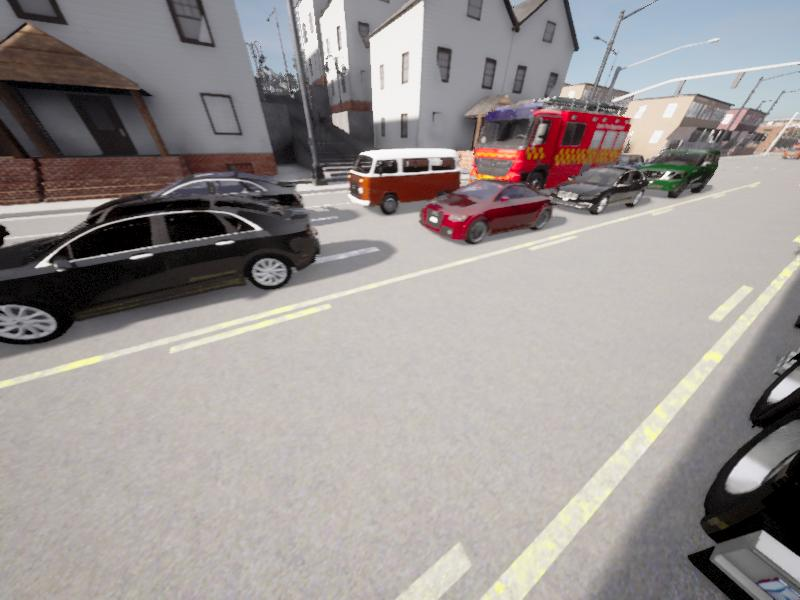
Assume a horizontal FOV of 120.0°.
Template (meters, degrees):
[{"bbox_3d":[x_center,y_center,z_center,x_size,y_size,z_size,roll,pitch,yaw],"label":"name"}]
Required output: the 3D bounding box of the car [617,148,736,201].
[{"bbox_3d":[14.904,-6.938,12.501,5.566,2.045,2.150,-17,39,-24],"label":"car"}]

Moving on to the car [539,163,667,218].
[{"bbox_3d":[8.467,-4.718,9.677,4.892,1.490,1.837,-17,39,-24],"label":"car"}]

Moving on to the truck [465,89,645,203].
[{"bbox_3d":[7.908,-7.787,12.043,8.468,3.827,2.891,-17,39,-24],"label":"truck"}]

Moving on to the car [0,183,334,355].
[{"bbox_3d":[-3.922,-0.881,3.937,4.892,1.490,1.837,-17,39,-24],"label":"car"}]

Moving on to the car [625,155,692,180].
[{"bbox_3d":[21.224,-10.931,18.935,5.357,1.411,2.033,-19,39,-26],"label":"car"}]

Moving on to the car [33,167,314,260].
[{"bbox_3d":[-5.337,-2.733,6.561,4.902,1.511,2.128,-17,39,-24],"label":"car"}]

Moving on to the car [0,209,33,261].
[{"bbox_3d":[-10.753,-1.101,4.034,3.988,1.617,1.851,-17,39,-24],"label":"car"}]

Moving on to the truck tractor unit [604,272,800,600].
[{"bbox_3d":[5.118,-0.287,0.817,6.516,4.208,3.053,-17,37,-24],"label":"truck tractor unit"}]

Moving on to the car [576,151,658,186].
[{"bbox_3d":[14.838,-9.101,15.833,4.553,1.767,2.097,-17,39,-24],"label":"car"}]

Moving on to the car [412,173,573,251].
[{"bbox_3d":[2.705,-2.869,7.024,4.181,1.385,1.994,-16,38,-23],"label":"car"}]

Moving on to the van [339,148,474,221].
[{"bbox_3d":[0.282,-4.692,9.016,4.480,2.038,2.069,-17,39,-24],"label":"van"}]
